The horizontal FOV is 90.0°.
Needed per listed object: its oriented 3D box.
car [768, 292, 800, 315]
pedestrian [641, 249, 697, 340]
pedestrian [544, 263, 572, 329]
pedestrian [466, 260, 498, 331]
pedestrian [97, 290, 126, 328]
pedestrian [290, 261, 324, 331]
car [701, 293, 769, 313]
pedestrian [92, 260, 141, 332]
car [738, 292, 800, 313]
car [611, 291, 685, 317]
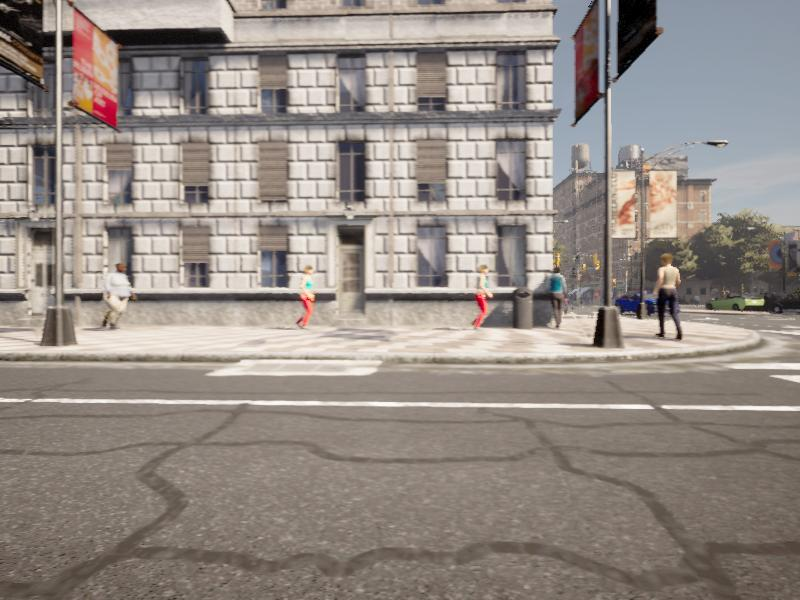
[{"bbox_3d":[27.606,0.221,27.230,1.789,1.549,3.705,0,0,2],"label":"car"},{"bbox_3d":[5.748,-0.113,8.588,0.751,1.860,0.751,0,0,9],"label":"pedestrian"},{"bbox_3d":[4.662,-0.112,11.850,0.751,1.860,0.751,0,0,20],"label":"pedestrian"},{"bbox_3d":[2.214,-0.112,10.833,0.751,1.860,0.751,0,0,4],"label":"pedestrian"},{"bbox_3d":[-8.682,0.269,12.057,0.500,1.100,0.500,0,0,2],"label":"pedestrian"},{"bbox_3d":[-2.568,-0.112,11.077,0.751,1.860,0.751,0,0,3],"label":"pedestrian"},{"bbox_3d":[27.812,0.236,33.410,2.007,1.525,4.514,0,0,2],"label":"car"},{"bbox_3d":[-7.629,-0.112,10.793,0.751,1.860,0.751,0,0,7],"label":"pedestrian"},{"bbox_3d":[31.340,0.196,34.070,1.851,1.617,3.988,0,0,2],"label":"car"},{"bbox_3d":[16.066,0.229,26.278,1.882,1.535,5.008,0,0,2],"label":"car"}]
